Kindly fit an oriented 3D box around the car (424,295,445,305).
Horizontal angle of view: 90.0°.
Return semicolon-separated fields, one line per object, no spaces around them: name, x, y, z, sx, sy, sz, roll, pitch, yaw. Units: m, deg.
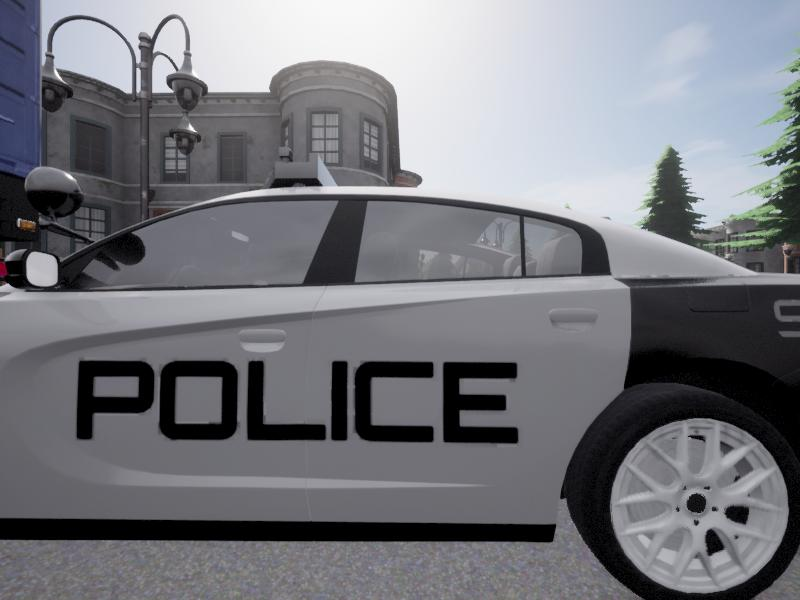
car;6.978;-0.067;82.260;2.150;2.045;5.566;0;0;-19

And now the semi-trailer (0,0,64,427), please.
semi-trailer;-10.203;-1.218;2.399;14.254;4.402;2.717;0;0;1

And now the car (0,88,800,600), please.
car;-0.593;0.179;2.207;5.238;1.638;1.930;0;0;1
